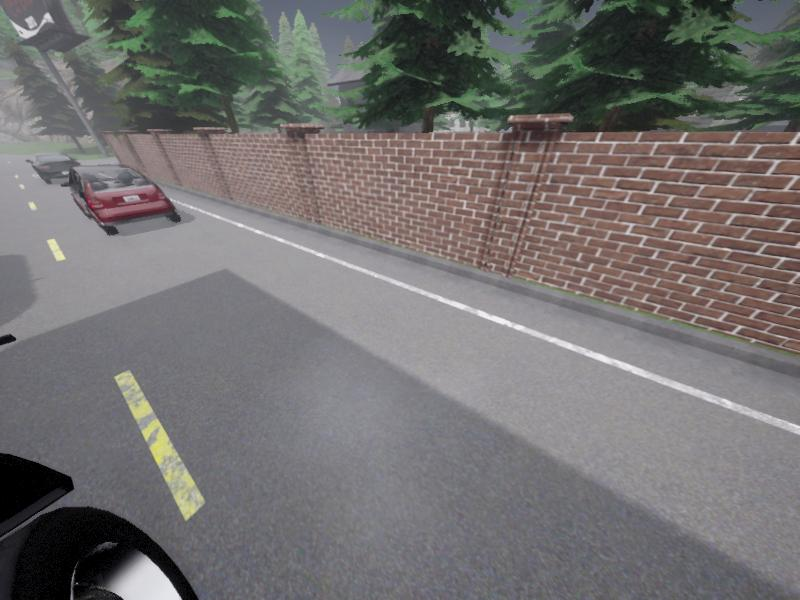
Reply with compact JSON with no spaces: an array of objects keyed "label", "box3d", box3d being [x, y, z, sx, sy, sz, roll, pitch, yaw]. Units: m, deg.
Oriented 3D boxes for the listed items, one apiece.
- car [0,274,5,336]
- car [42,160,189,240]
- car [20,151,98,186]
[{"label":"car","box3d":[-7.778,-0.314,3.106,4.181,1.385,1.994,22,41,28]},{"label":"car","box3d":[-8.640,-3.224,7.062,3.705,1.549,1.789,22,41,28]},{"label":"car","box3d":[-20.332,-7.933,13.750,4.674,1.442,1.812,22,41,28]}]
